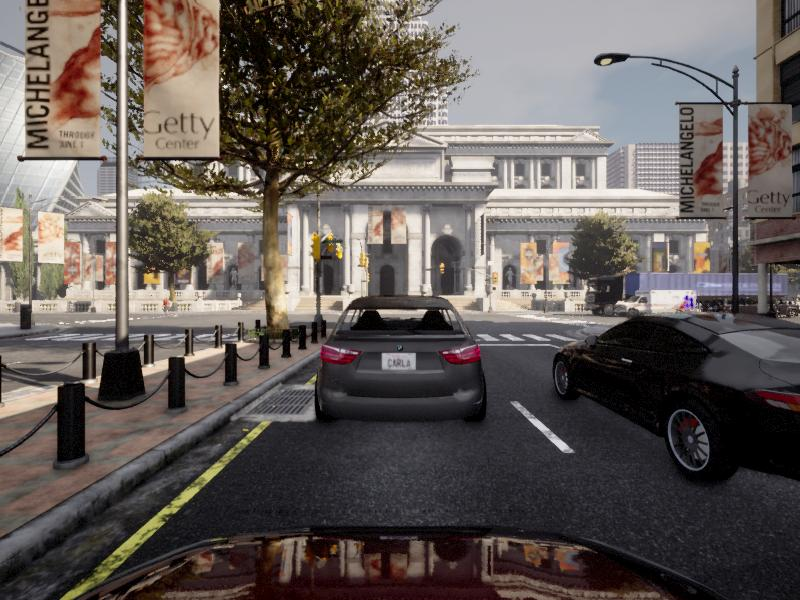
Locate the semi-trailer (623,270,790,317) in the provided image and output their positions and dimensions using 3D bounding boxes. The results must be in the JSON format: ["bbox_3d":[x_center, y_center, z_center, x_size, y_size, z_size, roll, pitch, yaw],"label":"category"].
[{"bbox_3d":[29.719,-0.618,39.155,14.254,4.402,2.717,0,0,0],"label":"semi-trailer"}]

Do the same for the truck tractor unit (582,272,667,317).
[{"bbox_3d":[21.808,-0.520,39.129,6.516,4.208,3.053,0,0,0],"label":"truck tractor unit"}]

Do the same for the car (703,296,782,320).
[{"bbox_3d":[27.385,0.653,32.084,4.605,1.855,1.932,0,0,1],"label":"car"}]

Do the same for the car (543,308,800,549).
[{"bbox_3d":[3.472,0.870,4.859,1.812,1.442,4.674,0,0,0],"label":"car"}]

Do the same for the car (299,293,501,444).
[{"bbox_3d":[0.019,0.756,6.742,2.242,1.667,4.611,0,0,0],"label":"car"}]

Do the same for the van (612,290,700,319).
[{"bbox_3d":[22.653,0.378,35.623,6.366,2.431,2.351,0,0,0],"label":"van"}]

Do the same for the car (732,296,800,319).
[{"bbox_3d":[32.662,0.657,35.544,4.605,1.855,1.932,1,0,0],"label":"car"}]

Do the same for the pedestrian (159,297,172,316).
[{"bbox_3d":[-22.896,0.637,39.063,0.751,1.860,0.751,0,0,-2],"label":"pedestrian"}]
